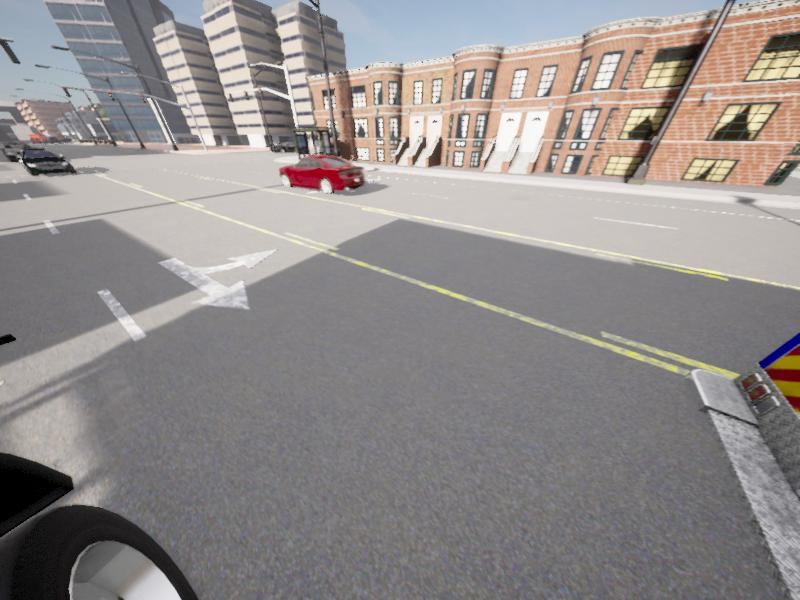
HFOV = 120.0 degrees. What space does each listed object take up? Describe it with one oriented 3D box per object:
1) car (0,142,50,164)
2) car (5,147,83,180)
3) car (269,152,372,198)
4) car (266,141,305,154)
[{"bbox_3d":[-38.214,-14.931,23.328,4.611,1.667,2.242,21,40,27],"label":"car"},{"bbox_3d":[-24.370,-9.470,15.804,4.974,1.542,2.038,22,40,27],"label":"car"},{"bbox_3d":[-4.002,-6.372,11.559,5.008,1.535,1.882,21,40,27],"label":"car"},{"bbox_3d":[-18.361,-24.789,37.434,1.930,1.638,5.238,21,40,27],"label":"car"}]
